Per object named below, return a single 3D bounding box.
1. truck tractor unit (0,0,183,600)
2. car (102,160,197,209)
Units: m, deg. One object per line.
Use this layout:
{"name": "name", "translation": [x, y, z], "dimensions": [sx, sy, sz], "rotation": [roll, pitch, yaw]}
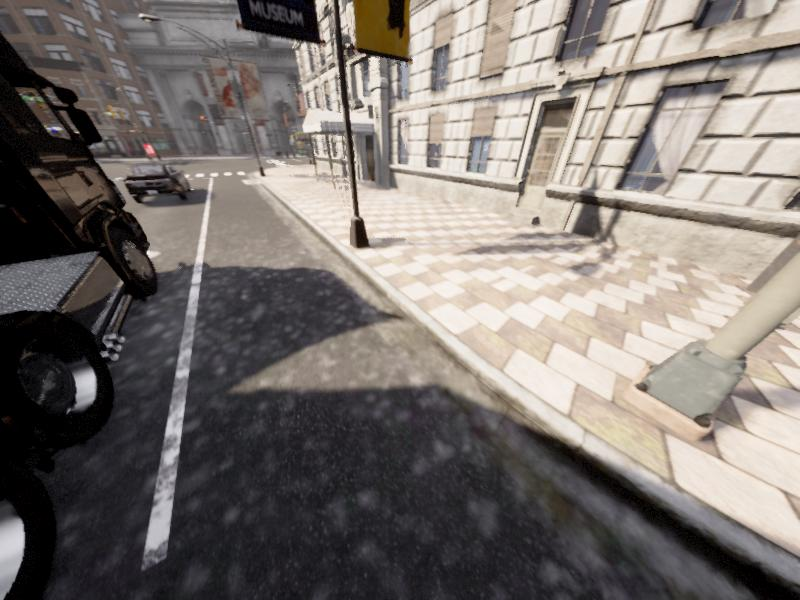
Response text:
{"name": "truck tractor unit", "translation": [-4.530, -0.653, 1.314], "dimensions": [3.053, 4.208, 6.516], "rotation": [-21, 40, -28]}
{"name": "car", "translation": [-11.992, -5.960, 11.530], "dimensions": [2.128, 1.511, 4.902], "rotation": [-20, 39, -27]}
